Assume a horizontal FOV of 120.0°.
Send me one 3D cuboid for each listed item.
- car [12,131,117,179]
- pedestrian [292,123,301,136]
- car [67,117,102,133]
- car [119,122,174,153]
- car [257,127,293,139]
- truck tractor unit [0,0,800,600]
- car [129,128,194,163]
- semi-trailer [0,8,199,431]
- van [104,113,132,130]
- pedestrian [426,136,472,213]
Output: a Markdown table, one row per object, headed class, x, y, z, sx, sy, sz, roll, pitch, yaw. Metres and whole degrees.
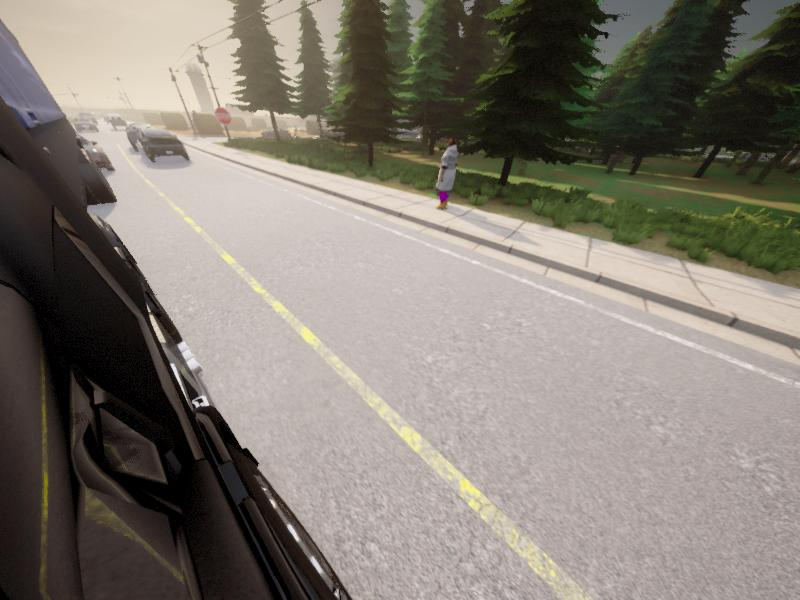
| class | x | y | z | sx | sy | sz | roll | pitch | yaw |
| --- | --- | --- | --- | --- | --- | --- | --- | --- | --- |
| car | -14.793 | -6.664 | 10.434 | 4.181 | 1.385 | 1.994 | 31 | 45 | 33 |
| pedestrian | -18.910 | -31.163 | 42.187 | 0.751 | 1.860 | 0.751 | 27 | 43 | 29 |
| car | -41.443 | -23.090 | 30.450 | 4.902 | 1.511 | 2.128 | 32 | 45 | 33 |
| car | -19.581 | -12.615 | 17.832 | 2.152 | 1.651 | 5.027 | -28 | 47 | -34 |
| car | -19.060 | -25.598 | 35.463 | 1.994 | 1.385 | 4.181 | 29 | 44 | 31 |
| truck tractor unit | -2.645 | -0.295 | 0.351 | 6.516 | 4.208 | 3.053 | 28 | 44 | 30 |
| car | -14.695 | -9.545 | 14.161 | 4.892 | 1.490 | 1.837 | 31 | 45 | 33 |
| semi-trailer | -8.534 | -3.719 | 4.372 | 14.254 | 4.402 | 2.717 | 30 | 45 | 31 |
| van | -46.638 | -29.454 | 38.156 | 4.480 | 2.038 | 2.069 | 32 | 45 | 33 |
| pedestrian | 1.387 | -3.682 | 6.823 | 0.751 | 1.860 | 0.751 | -29 | 47 | -36 |
